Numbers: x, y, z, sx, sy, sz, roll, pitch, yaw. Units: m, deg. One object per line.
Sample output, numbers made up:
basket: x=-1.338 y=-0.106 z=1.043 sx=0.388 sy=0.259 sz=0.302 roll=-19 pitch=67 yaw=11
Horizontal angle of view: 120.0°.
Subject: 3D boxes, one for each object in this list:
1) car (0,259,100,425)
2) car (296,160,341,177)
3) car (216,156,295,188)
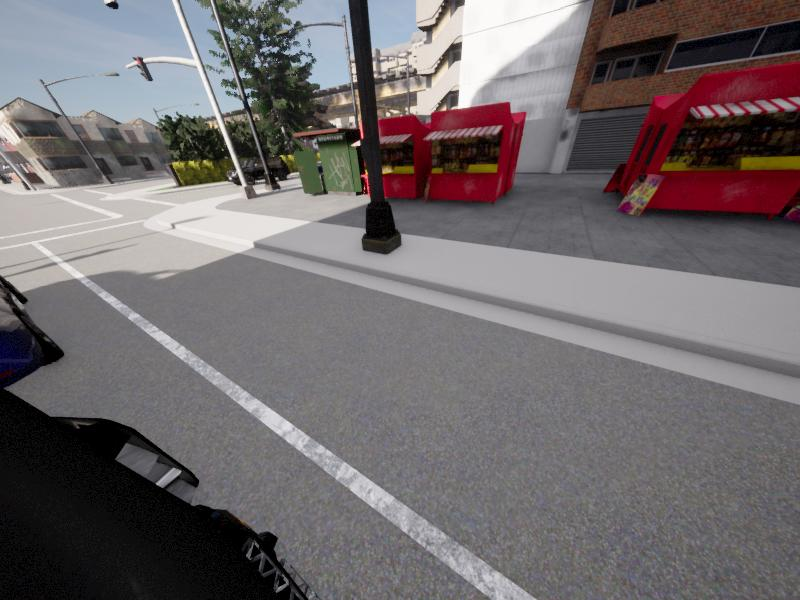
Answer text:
car: x=-6.372 y=0.265 z=2.730 sx=4.792 sy=1.488 sz=2.163 roll=15 pitch=38 yaw=26
car: x=-9.316 y=-15.291 z=26.770 sx=1.895 sy=1.301 sz=4.718 roll=15 pitch=38 yaw=27
car: x=-13.016 y=-11.966 z=21.370 sx=2.150 sy=2.045 sz=5.566 roll=15 pitch=38 yaw=27
